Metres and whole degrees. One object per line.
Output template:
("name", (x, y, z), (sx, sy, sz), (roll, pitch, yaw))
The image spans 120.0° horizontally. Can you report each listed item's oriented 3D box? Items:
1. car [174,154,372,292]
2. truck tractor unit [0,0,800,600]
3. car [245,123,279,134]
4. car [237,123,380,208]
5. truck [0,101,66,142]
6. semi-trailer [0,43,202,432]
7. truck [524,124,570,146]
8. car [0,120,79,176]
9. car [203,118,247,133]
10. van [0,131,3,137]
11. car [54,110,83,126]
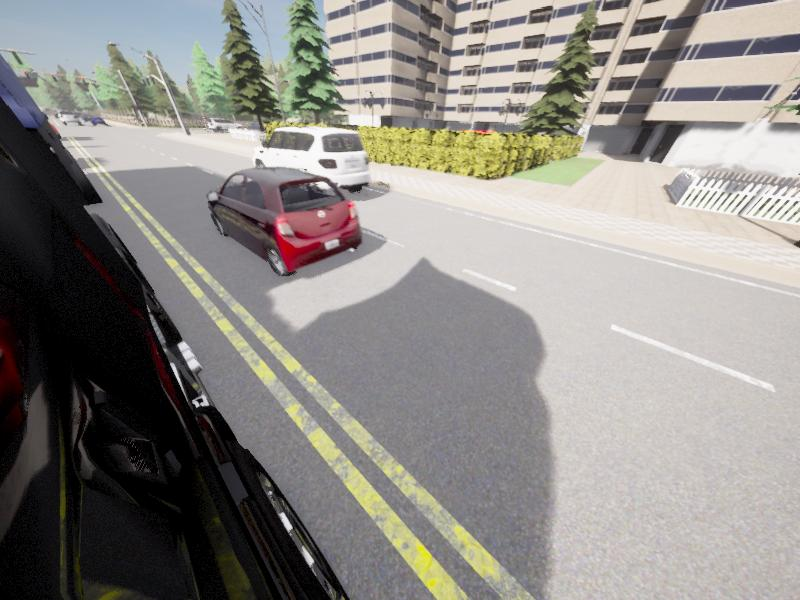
("car", (-2.542, -1.883, 4.720), (3.633, 1.501, 1.845), (28, 44, 30))
("truck tractor unit", (-2.645, -0.295, 0.351), (6.516, 4.208, 3.053), (28, 44, 30))
("car", (-25.986, -32.460, 43.751), (2.033, 1.649, 4.856), (28, 44, 30))
("car", (-3.557, -5.386, 8.878), (5.566, 2.045, 2.150), (28, 44, 30))
("truck", (-31.088, -14.858, 19.302), (5.204, 2.467, 2.627), (28, 44, 30))
("semi-trailer", (-8.695, -3.619, 4.214), (14.254, 4.402, 2.717), (28, 44, 30))
("truck", (36.356, -41.012, 57.361), (8.468, 3.827, 2.891), (29, 44, 30))
("car", (-16.994, -6.958, 10.384), (4.611, 1.667, 2.242), (28, 44, 29))
("car", (-31.844, -31.886, 42.249), (2.150, 2.045, 5.566), (28, 44, 30))
("van", (-36.851, -15.195, 19.389), (6.366, 2.431, 2.351), (28, 44, 30))
("car", (-59.831, -32.887, 41.705), (5.566, 2.045, 2.150), (28, 44, 30))
